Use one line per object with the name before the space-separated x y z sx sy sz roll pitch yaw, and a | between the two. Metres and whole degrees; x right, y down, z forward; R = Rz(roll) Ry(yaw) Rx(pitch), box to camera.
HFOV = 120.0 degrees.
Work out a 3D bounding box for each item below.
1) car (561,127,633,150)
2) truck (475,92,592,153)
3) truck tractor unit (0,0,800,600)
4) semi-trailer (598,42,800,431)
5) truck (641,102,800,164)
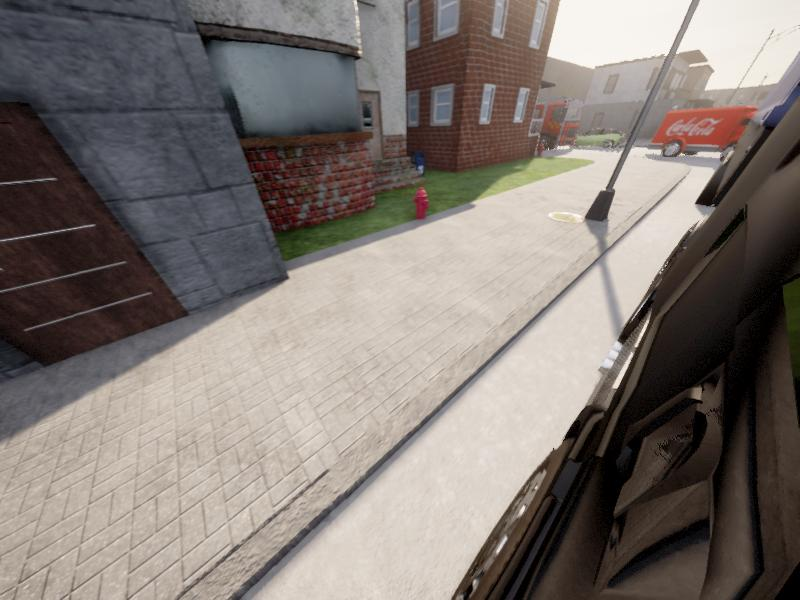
car | 18.036 -14.986 21.406 2.007 1.525 4.514 -29 44 -31
truck | 11.842 -16.477 21.817 2.891 3.827 8.468 -28 44 -30
truck tractor unit | 2.645 -0.295 0.351 6.516 4.208 3.053 -28 44 -30
semi-trailer | 8.692 -3.590 4.260 14.254 4.402 2.717 -28 44 -30
truck | 18.769 -9.772 13.618 2.627 2.467 5.204 -11 37 -15
